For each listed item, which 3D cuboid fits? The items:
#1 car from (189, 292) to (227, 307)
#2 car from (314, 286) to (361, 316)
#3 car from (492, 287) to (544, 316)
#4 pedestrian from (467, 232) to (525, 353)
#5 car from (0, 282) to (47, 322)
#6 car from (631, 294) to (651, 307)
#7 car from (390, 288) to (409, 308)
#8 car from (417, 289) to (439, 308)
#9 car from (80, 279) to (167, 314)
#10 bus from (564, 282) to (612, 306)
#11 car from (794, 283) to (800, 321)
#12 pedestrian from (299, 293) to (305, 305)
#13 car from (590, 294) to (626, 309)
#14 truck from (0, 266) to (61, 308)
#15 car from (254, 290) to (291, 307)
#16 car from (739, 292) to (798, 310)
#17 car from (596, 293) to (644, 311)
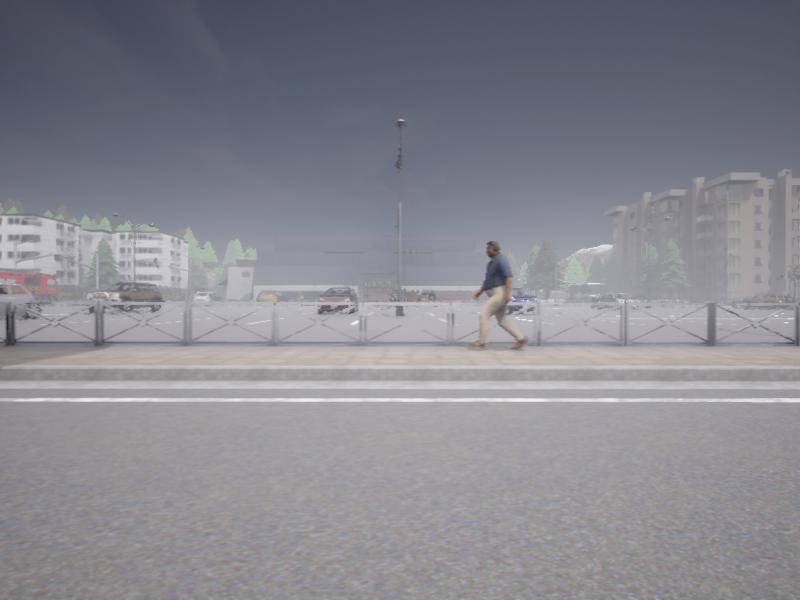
[{"bbox_3d":[-19.284,-0.051,40.348,1.970,1.475,3.806,0,0,-1],"label":"car"},{"bbox_3d":[-3.393,0.036,22.715,2.007,1.523,4.514,0,0,-1],"label":"car"},{"bbox_3d":[6.599,0.071,22.760,1.845,1.501,3.633,0,0,-1],"label":"car"},{"bbox_3d":[1.547,-0.114,6.535,0.751,1.860,0.751,0,0,-1],"label":"pedestrian"},{"bbox_3d":[-15.743,0.082,14.838,1.970,1.475,3.806,0,0,-1],"label":"car"},{"bbox_3d":[37.597,0.106,62.555,1.905,1.878,3.866,0,0,20],"label":"car"},{"bbox_3d":[-0.075,-0.181,40.840,1.905,1.878,3.866,0,0,-1],"label":"car"},{"bbox_3d":[2.826,-0.157,41.278,1.932,1.855,4.605,0,0,-1],"label":"car"},{"bbox_3d":[-15.855,-0.182,23.317,1.932,1.855,4.605,0,0,-1],"label":"car"},{"bbox_3d":[34.865,-1.093,74.910,3.944,4.253,10.273,0,0,-1],"label":"bus"},{"bbox_3d":[18.512,0.098,15.191,2.152,1.636,5.027,0,0,-1],"label":"car"},{"bbox_3d":[-15.494,-0.152,63.166,0.751,1.860,0.751,0,0,-7],"label":"pedestrian"},{"bbox_3d":[21.410,0.145,41.303,1.845,1.501,3.633,0,0,-1],"label":"car"},{"bbox_3d":[-38.337,-1.169,39.276,2.891,3.827,8.468,0,0,0],"label":"truck"},{"bbox_3d":[-12.869,-0.121,40.727,2.152,1.636,5.027,0,0,-1],"label":"car"},{"bbox_3d":[38.849,0.103,42.375,1.932,1.855,4.605,0,0,-1],"label":"car"},{"bbox_3d":[18.495,0.151,33.857,1.970,1.475,3.806,0,0,-1],"label":"car"}]
